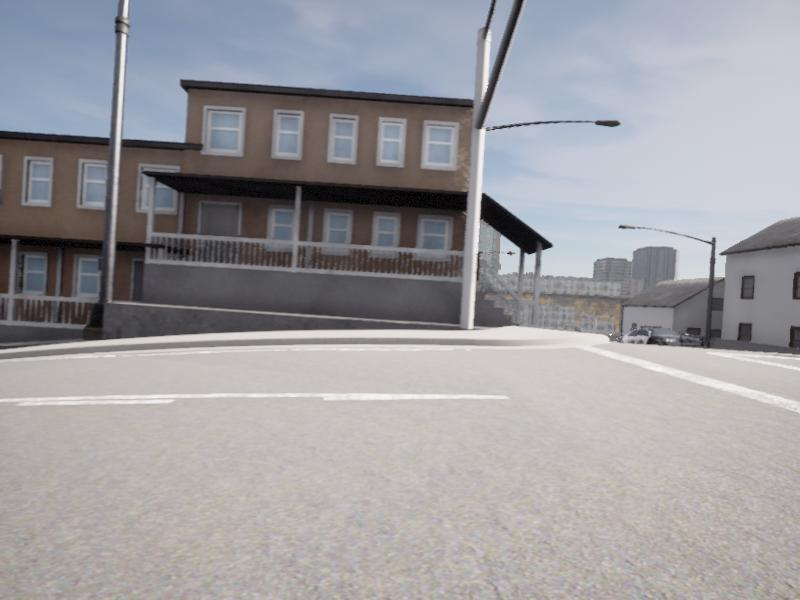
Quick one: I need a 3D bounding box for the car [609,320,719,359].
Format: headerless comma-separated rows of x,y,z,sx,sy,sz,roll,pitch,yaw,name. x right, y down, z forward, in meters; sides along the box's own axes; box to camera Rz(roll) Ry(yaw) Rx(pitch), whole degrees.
12.472,2.026,19.414,2.038,1.542,4.974,3,-8,1,car

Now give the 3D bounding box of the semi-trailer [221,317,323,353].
-19.260,5.295,60.877,14.254,4.402,2.717,3,0,-3,semi-trailer

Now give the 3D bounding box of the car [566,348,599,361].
32.526,9.743,71.407,4.856,1.649,2.033,3,0,0,car
